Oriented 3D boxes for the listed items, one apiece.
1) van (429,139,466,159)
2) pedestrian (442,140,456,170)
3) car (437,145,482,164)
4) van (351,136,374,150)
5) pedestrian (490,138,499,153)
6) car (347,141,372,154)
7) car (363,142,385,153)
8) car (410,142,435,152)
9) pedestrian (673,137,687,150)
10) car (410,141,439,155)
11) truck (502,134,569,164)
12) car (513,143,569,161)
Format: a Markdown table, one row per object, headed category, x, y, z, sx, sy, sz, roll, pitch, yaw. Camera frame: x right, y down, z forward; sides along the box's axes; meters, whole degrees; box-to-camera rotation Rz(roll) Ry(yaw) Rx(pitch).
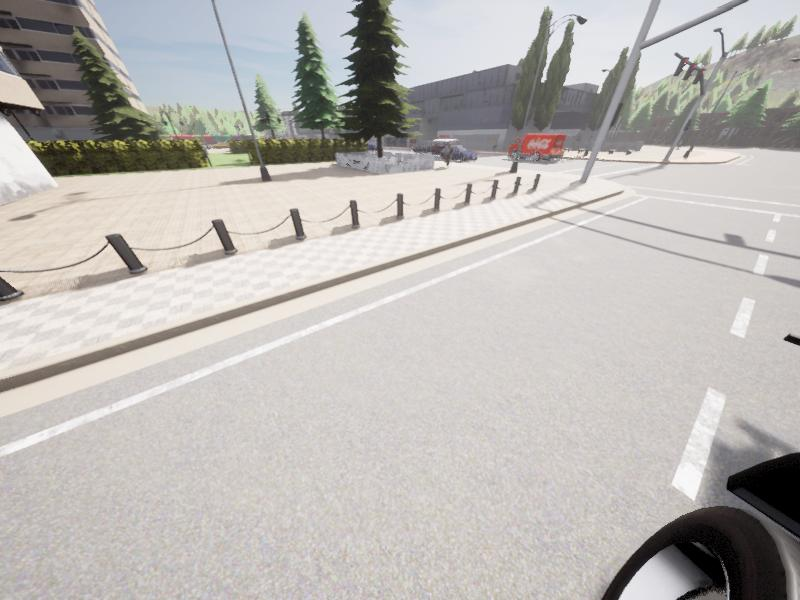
| category | x | y | z | sx | sy | sz | roll | pitch | yaw |
| --- | --- | --- | --- | --- | --- | --- | --- | --- | --- |
| van | 6.106 | -19.981 | 30.437 | 2.069 | 2.038 | 4.480 | -22 | 40 | -28 |
| pedestrian | 3.704 | -10.963 | 17.506 | 0.751 | 1.860 | 0.751 | 10 | 36 | 14 |
| car | 6.369 | -16.016 | 25.325 | 1.812 | 1.442 | 4.674 | -23 | 41 | -28 |
| van | -8.520 | -35.642 | 52.416 | 2.351 | 2.431 | 6.366 | -22 | 41 | -28 |
| pedestrian | 15.119 | -24.737 | 36.960 | 0.751 | 1.860 | 0.751 | -19 | 39 | -24 |
| car | -7.282 | -27.269 | 41.234 | 2.152 | 1.651 | 5.027 | -22 | 41 | -28 |
| car | -4.926 | -28.821 | 43.491 | 1.882 | 1.535 | 5.008 | -22 | 41 | -28 |
| car | 4.037 | -28.496 | 42.998 | 1.837 | 1.490 | 4.892 | -22 | 40 | -28 |
| pedestrian | 50.713 | -28.342 | 41.810 | 0.751 | 1.860 | 0.751 | -26 | 43 | -32 |
| car | 3.975 | -25.106 | 38.040 | 2.242 | 1.667 | 4.611 | -22 | 41 | -28 |
| truck | 14.632 | -16.696 | 25.348 | 2.627 | 2.467 | 5.204 | -22 | 41 | -28 |
| car | 16.853 | -18.037 | 27.991 | 1.801 | 1.575 | 5.366 | -22 | 41 | -28 |
